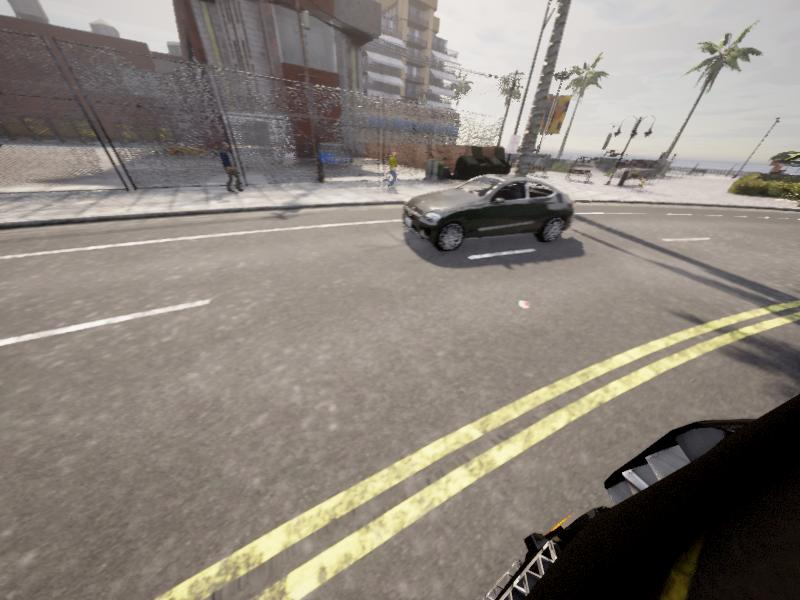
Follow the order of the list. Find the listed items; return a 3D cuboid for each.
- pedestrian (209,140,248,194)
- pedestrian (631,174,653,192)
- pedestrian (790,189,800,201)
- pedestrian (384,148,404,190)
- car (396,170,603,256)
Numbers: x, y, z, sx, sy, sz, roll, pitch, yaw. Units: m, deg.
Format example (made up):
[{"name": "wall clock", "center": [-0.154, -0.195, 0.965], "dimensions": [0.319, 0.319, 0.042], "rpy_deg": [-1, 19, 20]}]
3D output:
[{"name": "pedestrian", "center": [-7.034, -5.478, 9.570], "dimensions": [0.751, 1.860, 0.751], "rpy_deg": [-15, 38, -24]}, {"name": "pedestrian", "center": [17.225, -8.319, 16.458], "dimensions": [0.500, 1.100, 0.500], "rpy_deg": [3, 34, -1]}, {"name": "pedestrian", "center": [28.797, -7.632, 16.362], "dimensions": [0.500, 1.100, 0.500], "rpy_deg": [10, 34, 10]}, {"name": "pedestrian", "center": [-0.329, -6.945, 12.304], "dimensions": [0.751, 1.860, 0.751], "rpy_deg": [-16, 38, -26]}, {"name": "car", "center": [2.623, -2.683, 6.697], "dimensions": [5.027, 1.651, 2.152], "rpy_deg": [-8, 35, -17]}]
